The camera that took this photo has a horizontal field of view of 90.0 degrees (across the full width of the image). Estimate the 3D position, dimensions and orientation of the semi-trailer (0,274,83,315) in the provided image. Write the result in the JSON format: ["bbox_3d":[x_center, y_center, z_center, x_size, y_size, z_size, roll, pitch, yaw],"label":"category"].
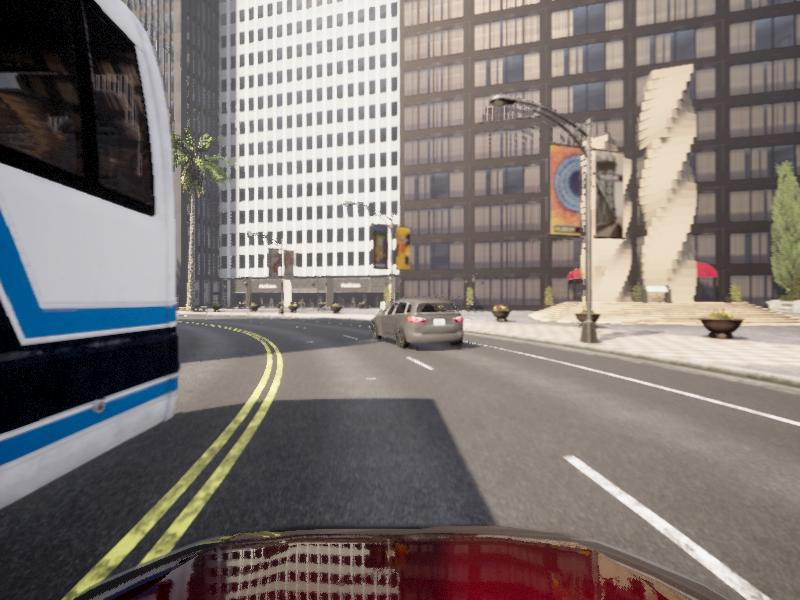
[{"bbox_3d":[-42.601,-0.558,45.130,14.254,4.402,2.717,0,0,15],"label":"semi-trailer"}]

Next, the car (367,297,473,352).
[{"bbox_3d":[0.497,0.759,14.731,2.242,1.667,4.611,0,0,-20],"label":"car"}]
